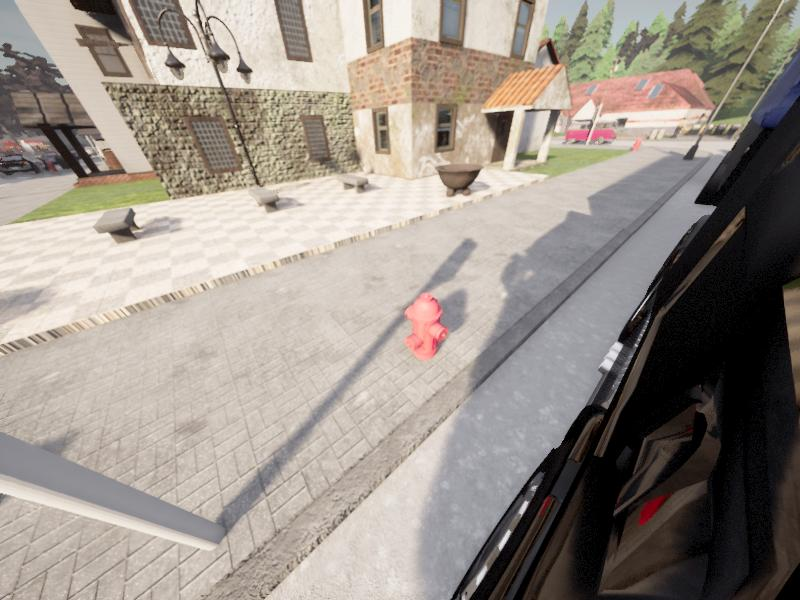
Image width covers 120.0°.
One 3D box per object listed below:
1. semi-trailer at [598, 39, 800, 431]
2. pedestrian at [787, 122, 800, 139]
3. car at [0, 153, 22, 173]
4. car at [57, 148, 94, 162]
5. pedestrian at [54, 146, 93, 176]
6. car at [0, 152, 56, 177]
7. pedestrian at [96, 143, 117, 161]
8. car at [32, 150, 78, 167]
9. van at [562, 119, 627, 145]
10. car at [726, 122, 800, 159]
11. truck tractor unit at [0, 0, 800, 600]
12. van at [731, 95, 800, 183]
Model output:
[{"bbox_3d":[8.674,-3.619,4.254,14.254,4.402,2.717,-28,44,-30],"label":"semi-trailer"},{"bbox_3d":[34.850,-15.029,19.840,0.751,1.860,0.751,-29,44,-31],"label":"pedestrian"},{"bbox_3d":[-42.541,-14.125,23.908,2.163,1.488,4.792,-28,43,-30],"label":"car"},{"bbox_3d":[-47.813,-21.489,34.158,2.033,1.411,5.357,-28,44,-30],"label":"car"},{"bbox_3d":[-24.161,-10.319,17.156,0.751,1.860,0.751,-28,44,-30],"label":"pedestrian"},{"bbox_3d":[-35.118,-12.755,21.580,2.038,1.542,4.974,-28,44,-30],"label":"car"},{"bbox_3d":[-37.527,-18.999,29.591,0.751,1.860,0.751,-28,44,-30],"label":"pedestrian"},{"bbox_3d":[-41.523,-17.124,27.954,1.994,1.385,4.181,-28,44,-30],"label":"car"},{"bbox_3d":[19.912,-17.299,23.906,1.775,1.987,4.442,-28,43,-30],"label":"van"},{"bbox_3d":[21.960,-9.629,13.876,1.789,1.549,3.705,25,45,32],"label":"car"},{"bbox_3d":[2.645,-0.295,0.351,6.516,4.208,3.053,-28,44,-30],"label":"truck tractor unit"},{"bbox_3d":[16.559,-6.770,9.567,5.915,2.561,1.988,-27,43,-29],"label":"van"}]
